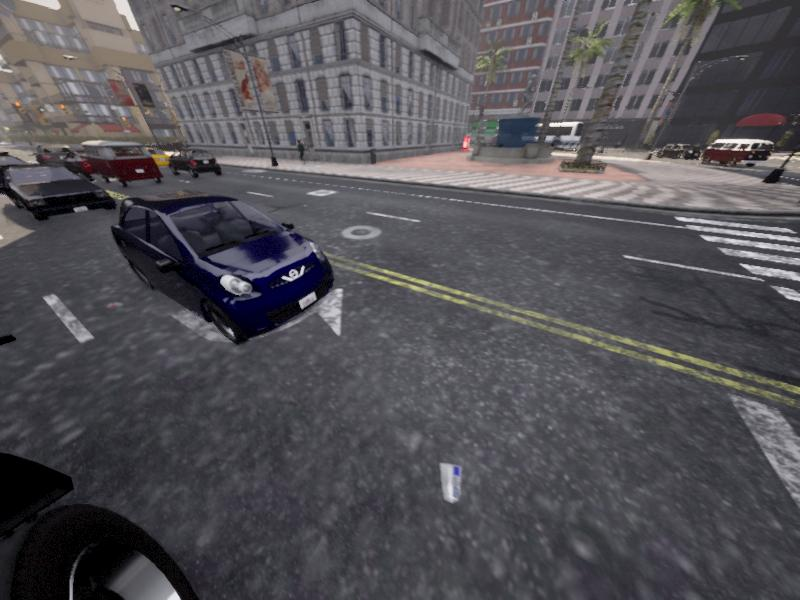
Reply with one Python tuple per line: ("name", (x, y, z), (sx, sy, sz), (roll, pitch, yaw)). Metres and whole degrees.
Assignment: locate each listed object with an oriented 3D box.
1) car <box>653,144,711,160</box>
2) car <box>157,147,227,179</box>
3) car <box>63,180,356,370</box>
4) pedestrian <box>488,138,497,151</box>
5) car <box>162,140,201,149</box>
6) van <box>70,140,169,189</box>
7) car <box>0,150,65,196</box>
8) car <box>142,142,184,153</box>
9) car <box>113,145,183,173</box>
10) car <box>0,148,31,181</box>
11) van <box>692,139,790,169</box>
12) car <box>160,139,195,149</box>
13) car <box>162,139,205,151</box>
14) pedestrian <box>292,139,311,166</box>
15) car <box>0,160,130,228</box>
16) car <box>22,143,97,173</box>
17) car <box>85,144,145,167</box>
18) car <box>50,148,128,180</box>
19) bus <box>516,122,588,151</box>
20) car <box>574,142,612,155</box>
("car", (34.043, -18.025, 28.068), (1.970, 1.475, 3.806), (-4, 36, -5))
("car", (-13.831, -9.193, 15.413), (3.705, 1.549, 1.789), (19, 39, 24))
("car", (-2.803, -0.789, 3.656), (3.633, 1.501, 1.845), (19, 39, 24))
("pedestrian", (15.499, -26.056, 38.662), (0.751, 1.860, 0.751), (-16, 39, -21))
("car", (-44.617, -31.885, 47.351), (2.033, 1.411, 5.357), (18, 39, 24))
("van", (-15.388, -7.552, 12.728), (4.442, 1.987, 1.775), (19, 39, 24))
("car", (-19.629, -6.445, 11.549), (4.974, 1.542, 2.038), (19, 39, 24))
("car", (-38.290, -24.852, 37.506), (1.994, 1.385, 4.181), (18, 39, 24))
("car", (-19.929, -11.249, 18.259), (5.366, 1.575, 1.801), (18, 39, 24))
("car", (-25.828, -8.531, 14.419), (5.366, 1.575, 1.801), (18, 39, 24))
("van", (30.095, -13.176, 20.755), (2.069, 2.038, 4.480), (6, 36, 8))
("car", (-47.293, -33.302, 49.260), (2.163, 1.488, 4.792), (18, 39, 24))
("car", (-39.134, -28.197, 41.972), (1.930, 1.638, 5.238), (18, 39, 24))
("pedestrian", (-8.157, -12.246, 19.157), (0.751, 1.860, 0.751), (15, 38, 20))
("car", (-12.526, -3.998, 8.250), (5.357, 1.411, 2.033), (19, 39, 24))
("car", (-26.326, -11.050, 17.879), (4.611, 1.667, 2.242), (21, 40, 26))
("car", (-25.909, -13.194, 21.020), (4.514, 1.525, 2.007), (18, 39, 24))
("car", (-20.572, -9.083, 15.303), (4.193, 1.474, 1.816), (18, 39, 24))
("bus", (28.976, -31.792, 45.015), (3.944, 4.253, 10.273), (-22, 41, -28))
("car", (28.710, -22.673, 34.542), (1.845, 1.501, 3.633), (-13, 37, -18))
